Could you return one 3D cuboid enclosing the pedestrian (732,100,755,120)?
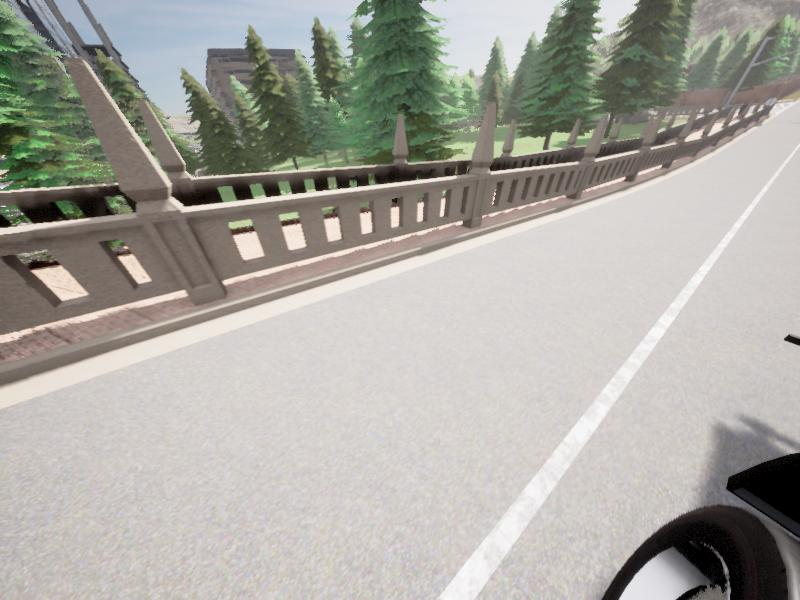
[{"bbox_3d":[43.863,-24.303,29.545,0.751,1.860,0.751,-26,42,-22],"label":"pedestrian"}]
